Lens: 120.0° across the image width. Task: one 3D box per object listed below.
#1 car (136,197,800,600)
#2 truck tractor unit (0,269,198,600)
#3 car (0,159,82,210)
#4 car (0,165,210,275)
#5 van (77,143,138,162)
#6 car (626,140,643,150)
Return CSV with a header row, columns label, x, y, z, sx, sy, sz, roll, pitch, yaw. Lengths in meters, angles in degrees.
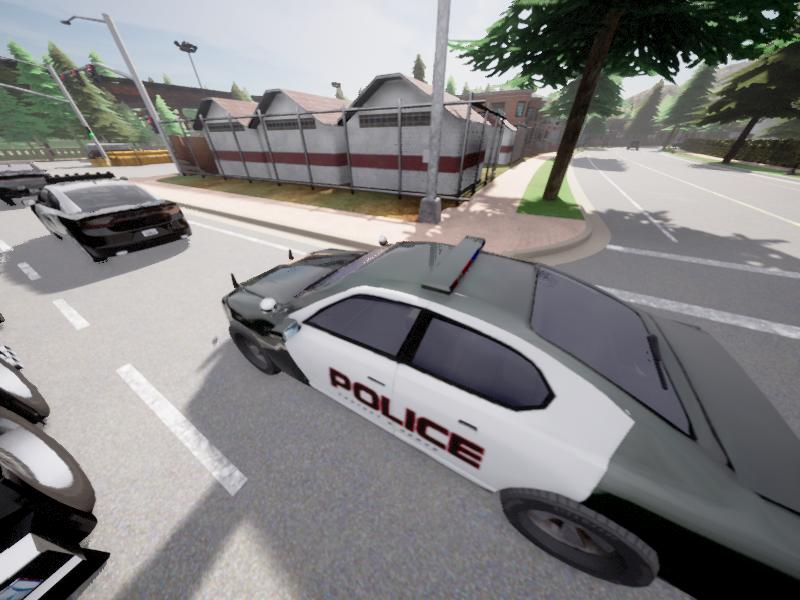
label,x,y,z,sx,sy,sz,roll,pitch,yaw
car,0.104,0.170,2.416,4.974,1.542,2.038,17,39,24
truck tractor unit,-5.117,-0.296,0.763,6.516,4.208,3.053,18,39,24
car,-17.656,-5.578,10.825,4.902,1.511,2.128,20,40,27
car,-7.829,-2.400,6.071,5.238,1.638,1.930,18,39,24
van,-39.343,-19.999,31.285,1.775,1.987,4.442,16,38,22
car,53.055,-35.042,52.206,1.905,1.878,3.866,29,44,35
